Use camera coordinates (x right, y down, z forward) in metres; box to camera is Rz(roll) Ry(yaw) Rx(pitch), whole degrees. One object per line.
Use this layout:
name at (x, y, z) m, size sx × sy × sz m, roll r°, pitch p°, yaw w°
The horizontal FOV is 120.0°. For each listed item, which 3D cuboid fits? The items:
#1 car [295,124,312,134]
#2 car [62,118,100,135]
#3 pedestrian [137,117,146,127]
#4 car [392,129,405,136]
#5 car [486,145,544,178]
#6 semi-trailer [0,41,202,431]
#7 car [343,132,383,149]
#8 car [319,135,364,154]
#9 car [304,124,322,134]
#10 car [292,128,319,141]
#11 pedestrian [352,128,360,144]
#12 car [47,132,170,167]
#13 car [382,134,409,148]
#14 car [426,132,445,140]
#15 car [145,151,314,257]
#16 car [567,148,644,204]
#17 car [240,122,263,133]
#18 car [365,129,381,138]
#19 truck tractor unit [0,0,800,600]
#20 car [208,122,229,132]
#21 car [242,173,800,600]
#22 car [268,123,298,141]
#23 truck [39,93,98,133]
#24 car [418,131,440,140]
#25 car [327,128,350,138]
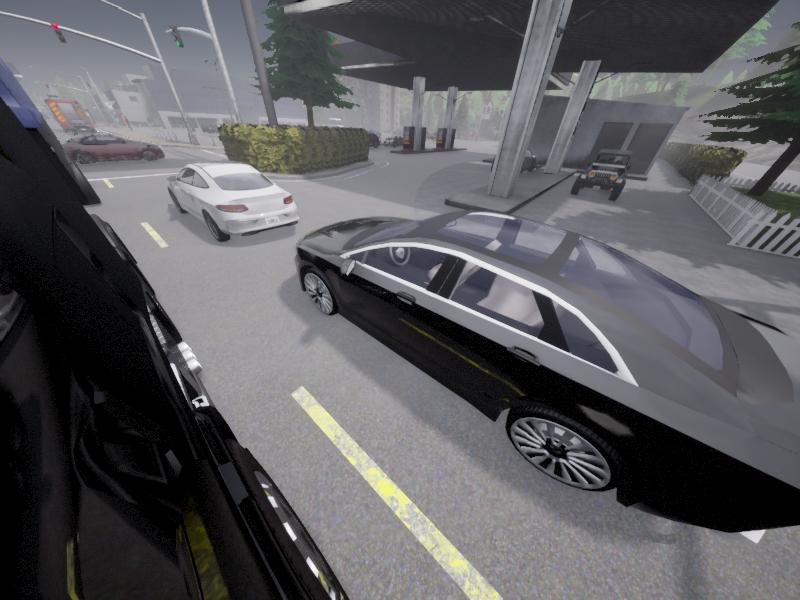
car at (-24.401, -43.466, 58.565) m, size 3.866 × 1.878 × 1.905 m, roll 28°, pitch 43°, yaw 29°
car at (-39.105, -21.229, 28.282) m, size 4.974 × 1.542 × 2.038 m, roll 28°, pitch 44°, yaw 30°
pedestrian at (-59.145, -40.756, 52.843) m, size 0.751 × 1.860 × 0.751 m, roll -27°, pitch 46°, yaw -34°
car at (-0.503, -60.980, 83.858) m, size 4.605 × 1.855 × 1.932 m, roll 27°, pitch 43°, yaw 29°
car at (8.573, -10.383, 17.093) m, size 2.242 × 1.667 × 4.611 m, roll 28°, pitch 43°, yaw 29°
semi-trailer at (-8.714, -3.596, 4.211) m, size 14.254 × 4.402 × 2.717 m, roll 28°, pitch 44°, yaw 30°
car at (-4.674, -20.672, 29.936) m, size 2.033 × 1.649 × 4.856 m, roll 28°, pitch 44°, yaw 30°
car at (-6.037, -16.418, 24.292) m, size 1.816 × 1.474 × 4.193 m, roll 28°, pitch 44°, yaw 30°
car at (-22.867, -44.902, 60.613) m, size 4.605 × 1.855 × 1.932 m, roll 28°, pitch 43°, yaw 29°
car at (-14.646, -25.726, 35.943) m, size 3.806 × 1.475 × 1.970 m, roll 28°, pitch 43°, yaw 29°
pedestrian at (-6.325, -23.674, 33.354) m, size 0.751 × 1.860 × 0.751 m, roll 27°, pitch 43°, yaw 29°
car at (-16.886, -8.973, 13.645) m, size 1.994 × 1.385 × 4.181 m, roll 29°, pitch 44°, yaw 29°
car at (-0.617, -23.393, 33.953) m, size 1.970 × 1.475 × 3.806 m, roll 28°, pitch 44°, yaw 30°
car at (9.117, -42.319, 59.572) m, size 4.514 × 1.523 × 2.007 m, roll 28°, pitch 43°, yaw 29°
car at (-4.554, -2.835, 6.096) m, size 4.674 × 1.442 × 1.812 m, roll 28°, pitch 43°, yaw 29°
car at (10.170, -6.304, 11.462) m, size 1.905 × 1.878 × 3.866 m, roll 28°, pitch 43°, yaw 29°
car at (-32.562, -37.748, 50.539) m, size 5.027 × 1.636 × 2.152 m, roll 28°, pitch 43°, yaw 29°
car at (-6.300, -38.800, 53.869) m, size 3.633 × 1.501 × 1.845 m, roll 28°, pitch 43°, yaw 29°
truck tractor unit at (-2.645, -0.295, 0.352) m, size 6.516 × 4.208 × 3.053 m, roll 28°, pitch 44°, yaw 30°
car at (-36.407, -34.717, 46.378) m, size 3.806 × 1.475 × 1.970 m, roll 28°, pitch 43°, yaw 29°
car at (0.630, -0.192, 2.676) m, size 4.902 × 1.511 × 2.128 m, roll 28°, pitch 44°, yaw 30°
car at (-17.225, -24.731, 33.977) m, size 3.866 × 1.878 × 1.905 m, roll 28°, pitch 43°, yaw 29°
truck at (-45.904, -25.775, 32.015) m, size 8.468 × 3.827 × 2.891 m, roll 28°, pitch 44°, yaw 30°
car at (7.158, -40.918, 57.562) m, size 5.027 × 1.636 × 2.152 m, roll 28°, pitch 43°, yaw 29°
car at (-12.703, -34.417, 47.573) m, size 4.514 × 1.523 × 2.007 m, roll 28°, pitch 43°, yaw 29°
